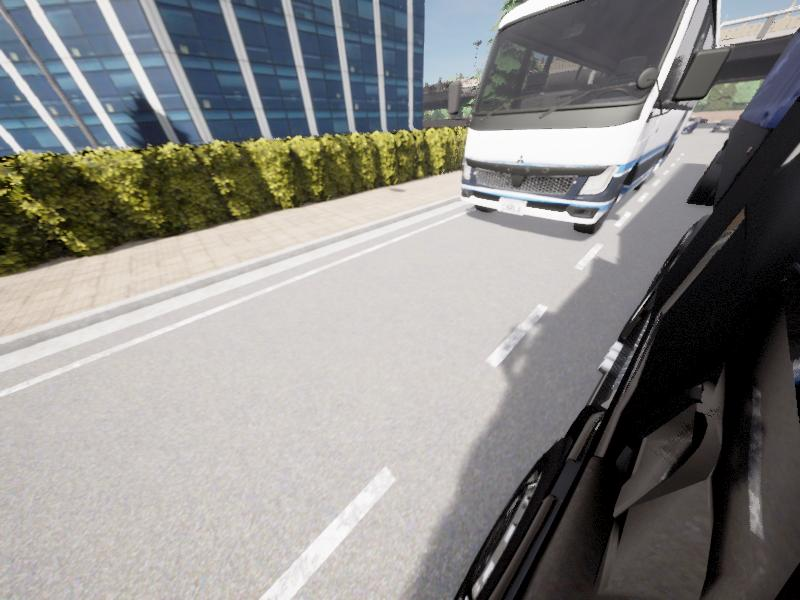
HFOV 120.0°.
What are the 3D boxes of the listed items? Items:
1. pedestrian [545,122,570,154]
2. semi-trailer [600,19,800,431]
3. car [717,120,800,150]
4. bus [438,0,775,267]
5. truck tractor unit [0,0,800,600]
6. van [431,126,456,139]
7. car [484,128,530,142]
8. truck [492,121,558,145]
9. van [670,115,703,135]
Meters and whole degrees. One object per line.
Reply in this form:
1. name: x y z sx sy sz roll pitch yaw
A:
1. pedestrian: 11.726 -12.083 17.259 0.751 1.860 0.751 -26 42 -27
2. semi-trailer: 8.589 -3.673 4.338 14.254 4.402 2.717 -29 44 -31
3. car: 26.606 -12.065 16.827 2.038 1.542 4.974 13 39 21
4. bus: 6.109 -5.318 6.842 10.273 4.253 3.944 -30 45 -32
5. truck tractor unit: 2.645 -0.295 0.352 6.516 4.208 3.053 -28 44 -30
6. van: 8.535 -33.138 45.783 1.775 1.987 4.442 -30 45 -32
7. car: 14.734 -22.891 32.151 2.033 1.411 5.357 -30 45 -32
8. truck: 14.773 -20.055 27.758 2.390 2.098 6.274 -30 45 -32
9. van: 38.923 -23.737 31.357 4.442 1.987 1.775 -28 44 -30
